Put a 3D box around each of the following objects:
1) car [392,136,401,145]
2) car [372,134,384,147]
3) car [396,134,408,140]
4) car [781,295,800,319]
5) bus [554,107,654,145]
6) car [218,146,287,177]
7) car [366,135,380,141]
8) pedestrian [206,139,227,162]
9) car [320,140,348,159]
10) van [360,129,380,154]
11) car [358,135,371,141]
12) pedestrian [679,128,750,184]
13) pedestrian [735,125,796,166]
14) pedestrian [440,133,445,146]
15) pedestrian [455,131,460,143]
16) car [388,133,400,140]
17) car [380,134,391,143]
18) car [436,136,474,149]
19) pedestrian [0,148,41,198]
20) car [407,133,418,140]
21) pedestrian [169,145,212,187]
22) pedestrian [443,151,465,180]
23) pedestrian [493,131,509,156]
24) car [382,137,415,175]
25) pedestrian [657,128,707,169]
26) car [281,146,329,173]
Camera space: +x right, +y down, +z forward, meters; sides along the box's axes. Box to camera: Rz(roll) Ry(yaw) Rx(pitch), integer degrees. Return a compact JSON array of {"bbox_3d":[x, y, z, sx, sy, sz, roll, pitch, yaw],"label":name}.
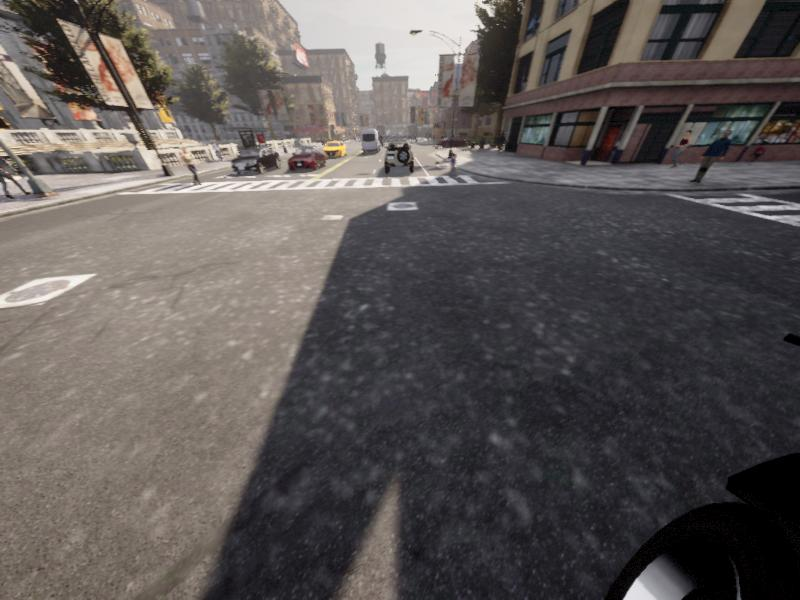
[{"bbox_3d":[-0.705,-33.658,48.687,1.816,1.474,4.193,-2,36,0],"label":"car"},{"bbox_3d":[-4.123,-30.523,44.164,1.905,1.878,3.866,-2,36,0],"label":"car"},{"bbox_3d":[0.794,-56.406,79.822,2.007,1.525,4.514,20,41,26],"label":"car"},{"bbox_3d":[8.028,0.020,2.206,4.792,1.488,2.163,-4,36,-3],"label":"car"},{"bbox_3d":[30.371,-26.331,35.135,10.273,4.253,3.944,-2,36,0],"label":"bus"},{"bbox_3d":[-10.612,-10.420,17.176,2.128,1.511,4.902,-2,36,0],"label":"car"},{"bbox_3d":[-8.960,-54.028,77.051,1.895,1.301,4.718,17,40,24],"label":"car"},{"bbox_3d":[-17.922,-14.603,22.589,0.751,1.860,0.751,-6,36,-6],"label":"pedestrian"},{"bbox_3d":[-7.366,-17.102,26.193,1.882,1.535,5.008,-2,36,-1],"label":"car"},{"bbox_3d":[-3.884,-21.328,31.007,1.988,2.561,5.915,-2,36,0],"label":"van"},{"bbox_3d":[-11.045,-50.905,72.722,2.002,1.452,4.674,10,38,16],"label":"car"},{"bbox_3d":[12.765,-5.851,9.453,0.751,1.860,0.751,-14,38,-16],"label":"pedestrian"},{"bbox_3d":[20.590,-8.706,13.075,0.751,1.860,0.751,-1,36,1],"label":"pedestrian"},{"bbox_3d":[7.362,-27.749,39.921,0.751,1.860,0.751,6,37,10],"label":"pedestrian"},{"bbox_3d":[11.561,-32.851,46.498,0.751,1.860,0.751,-2,36,-1],"label":"pedestrian"},{"bbox_3d":[-2.095,-57.699,81.343,1.932,1.855,4.605,20,41,26],"label":"car"},{"bbox_3d":[-3.801,-43.195,61.746,2.152,1.651,5.027,3,36,6],"label":"car"},{"bbox_3d":[8.465,-24.485,35.844,5.357,1.411,2.033,-5,36,-4],"label":"car"},{"bbox_3d":[-17.628,-5.599,10.240,0.751,1.860,0.751,-5,36,-5],"label":"pedestrian"},{"bbox_3d":[3.987,-51.397,72.708,1.851,1.617,3.988,15,39,21],"label":"car"},{"bbox_3d":[-11.268,-7.210,12.468,0.751,1.860,0.751,10,38,16],"label":"pedestrian"},{"bbox_3d":[2.931,-7.345,12.600,0.751,1.300,0.751,-17,39,-20],"label":"pedestrian"},{"bbox_3d":[9.334,-14.458,21.376,0.751,1.860,0.751,-1,36,1],"label":"pedestrian"},{"bbox_3d":[-0.117,-10.241,16.234,1.932,1.855,4.605,-2,36,0],"label":"car"},{"bbox_3d":[15.559,-8.390,12.829,0.751,1.860,0.751,3,36,7],"label":"pedestrian"},{"bbox_3d":[-7.125,-10.855,17.768,1.994,1.385,4.181,-1,36,0],"label":"car"}]
